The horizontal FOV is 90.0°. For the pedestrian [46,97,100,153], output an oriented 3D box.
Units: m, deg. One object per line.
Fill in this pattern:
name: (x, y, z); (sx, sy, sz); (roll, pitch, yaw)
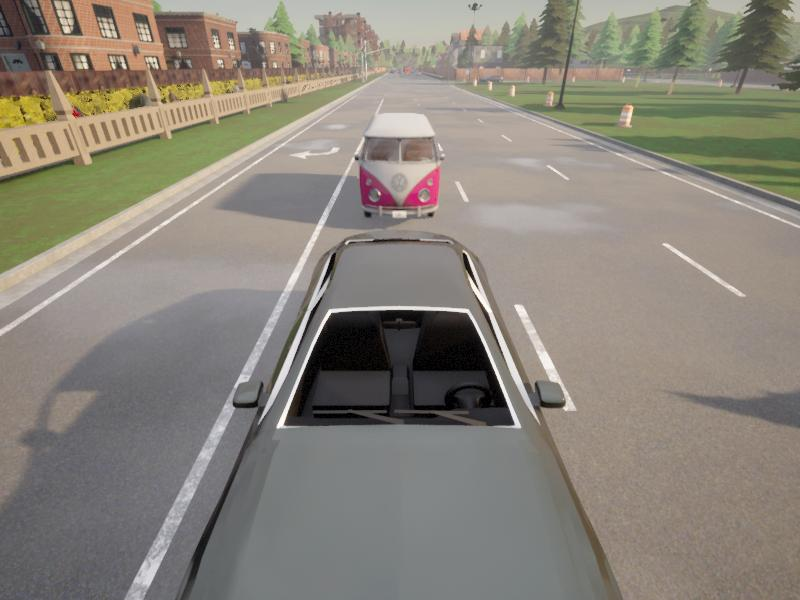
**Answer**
pedestrian: (-12.391, -6.653, 15.220); (0.751, 1.860, 0.751); (0, 30, 1)

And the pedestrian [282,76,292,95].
pedestrian: (-13.118, -24.905, 46.484); (0.751, 1.860, 0.751); (0, 30, 0)

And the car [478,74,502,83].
car: (20.149, -49.934, 90.028); (4.611, 1.667, 2.242); (-6, 31, -11)

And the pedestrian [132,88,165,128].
pedestrian: (-13.467, -10.295, 21.459); (0.751, 1.860, 0.751); (0, 30, 0)

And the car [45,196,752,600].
car: (-0.006, 0.659, 3.295); (2.152, 1.651, 5.027); (0, 30, 0)

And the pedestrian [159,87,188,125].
pedestrian: (-12.798, -10.999, 22.664); (0.751, 1.860, 0.751); (-1, 30, -2)

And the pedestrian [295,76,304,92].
pedestrian: (-12.890, -27.625, 51.149); (0.751, 1.860, 0.751); (0, 30, 0)

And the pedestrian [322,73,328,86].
pedestrian: (-12.953, -38.243, 69.341); (0.751, 1.860, 0.751); (1, 30, 2)

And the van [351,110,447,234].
van: (-0.012, -3.369, 9.821); (1.775, 1.987, 4.442); (0, 30, 0)

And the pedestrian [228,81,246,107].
pedestrian: (-13.116, -16.575, 32.215); (0.751, 1.860, 0.751); (0, 30, -1)

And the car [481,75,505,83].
car: (20.159, -48.066, 86.909); (4.514, 1.525, 2.007); (-7, 31, -12)

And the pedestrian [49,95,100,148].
pedestrian: (-13.036, -7.158, 16.085); (0.751, 1.860, 0.751); (2, 30, 4)
